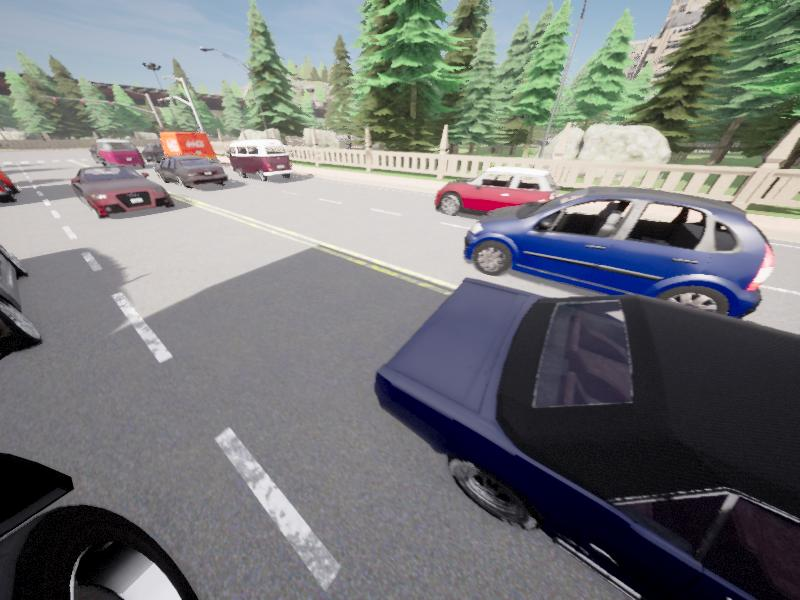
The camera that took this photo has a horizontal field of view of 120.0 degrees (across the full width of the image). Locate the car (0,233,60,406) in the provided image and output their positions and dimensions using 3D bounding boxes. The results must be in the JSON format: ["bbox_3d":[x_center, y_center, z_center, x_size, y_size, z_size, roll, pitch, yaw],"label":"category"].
[{"bbox_3d":[-6.540,-0.196,2.720,5.238,1.638,1.930,22,41,28],"label":"car"}]

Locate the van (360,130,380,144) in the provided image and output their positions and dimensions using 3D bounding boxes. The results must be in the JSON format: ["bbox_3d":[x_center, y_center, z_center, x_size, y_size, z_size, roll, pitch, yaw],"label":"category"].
[{"bbox_3d":[-8.458,-46.468,65.737,1.988,2.561,5.915,22,46,28],"label":"van"}]

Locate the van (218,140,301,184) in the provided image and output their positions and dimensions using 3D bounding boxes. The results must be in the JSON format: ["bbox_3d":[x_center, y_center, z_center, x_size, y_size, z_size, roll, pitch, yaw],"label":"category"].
[{"bbox_3d":[-8.683,-8.637,14.298,4.480,2.038,2.069,21,40,29],"label":"van"}]

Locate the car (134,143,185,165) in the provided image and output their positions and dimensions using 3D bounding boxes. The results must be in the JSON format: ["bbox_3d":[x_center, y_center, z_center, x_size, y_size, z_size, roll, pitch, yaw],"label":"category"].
[{"bbox_3d":[-24.256,-14.814,23.305,4.856,1.649,2.033,22,41,28],"label":"car"}]

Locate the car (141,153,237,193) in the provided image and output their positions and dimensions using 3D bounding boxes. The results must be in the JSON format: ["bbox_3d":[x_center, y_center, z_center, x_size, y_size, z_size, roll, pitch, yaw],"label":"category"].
[{"bbox_3d":[-11.559,-7.076,12.638,5.357,1.411,2.033,22,41,28],"label":"car"}]

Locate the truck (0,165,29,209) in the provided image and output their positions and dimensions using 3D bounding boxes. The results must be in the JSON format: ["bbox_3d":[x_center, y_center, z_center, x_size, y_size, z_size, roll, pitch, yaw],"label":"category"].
[{"bbox_3d":[-17.366,-4.958,8.654,5.204,2.467,2.627,22,41,28],"label":"truck"}]

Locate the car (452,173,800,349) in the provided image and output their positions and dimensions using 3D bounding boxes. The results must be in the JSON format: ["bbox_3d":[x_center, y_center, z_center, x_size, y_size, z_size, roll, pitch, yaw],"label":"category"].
[{"bbox_3d":[3.268,-1.113,4.120,3.988,1.617,1.851,22,41,28],"label":"car"}]

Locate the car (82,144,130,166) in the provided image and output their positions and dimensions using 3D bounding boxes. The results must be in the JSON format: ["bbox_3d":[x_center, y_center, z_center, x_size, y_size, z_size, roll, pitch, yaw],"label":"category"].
[{"bbox_3d":[-27.859,-13.791,21.888,3.705,1.549,1.789,22,41,28],"label":"car"}]

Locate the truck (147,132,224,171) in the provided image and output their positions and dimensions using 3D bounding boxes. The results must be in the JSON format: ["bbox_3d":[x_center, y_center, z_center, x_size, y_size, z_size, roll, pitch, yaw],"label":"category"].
[{"bbox_3d":[-18.113,-12.657,19.562,5.204,2.467,2.627,22,41,28],"label":"truck"}]

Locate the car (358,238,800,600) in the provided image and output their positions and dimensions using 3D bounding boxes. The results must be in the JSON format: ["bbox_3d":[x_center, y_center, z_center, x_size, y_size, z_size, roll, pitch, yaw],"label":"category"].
[{"bbox_3d":[2.215,1.050,1.314,4.718,1.301,1.895,22,41,28],"label":"car"}]

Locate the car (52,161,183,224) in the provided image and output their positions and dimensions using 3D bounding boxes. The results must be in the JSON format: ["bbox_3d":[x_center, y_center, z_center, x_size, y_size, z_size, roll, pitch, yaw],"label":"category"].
[{"bbox_3d":[-10.287,-4.082,8.425,4.181,1.385,1.994,22,41,28],"label":"car"}]

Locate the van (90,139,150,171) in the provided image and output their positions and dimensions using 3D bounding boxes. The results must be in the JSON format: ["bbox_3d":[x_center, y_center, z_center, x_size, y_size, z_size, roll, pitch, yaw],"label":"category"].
[{"bbox_3d":[-23.140,-12.042,19.072,4.442,1.987,1.775,22,41,28],"label":"van"}]

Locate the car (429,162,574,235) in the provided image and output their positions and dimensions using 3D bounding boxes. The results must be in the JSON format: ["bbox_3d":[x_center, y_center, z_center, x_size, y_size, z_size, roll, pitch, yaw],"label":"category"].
[{"bbox_3d":[3.177,-3.558,7.700,3.806,1.475,1.970,22,41,28],"label":"car"}]
